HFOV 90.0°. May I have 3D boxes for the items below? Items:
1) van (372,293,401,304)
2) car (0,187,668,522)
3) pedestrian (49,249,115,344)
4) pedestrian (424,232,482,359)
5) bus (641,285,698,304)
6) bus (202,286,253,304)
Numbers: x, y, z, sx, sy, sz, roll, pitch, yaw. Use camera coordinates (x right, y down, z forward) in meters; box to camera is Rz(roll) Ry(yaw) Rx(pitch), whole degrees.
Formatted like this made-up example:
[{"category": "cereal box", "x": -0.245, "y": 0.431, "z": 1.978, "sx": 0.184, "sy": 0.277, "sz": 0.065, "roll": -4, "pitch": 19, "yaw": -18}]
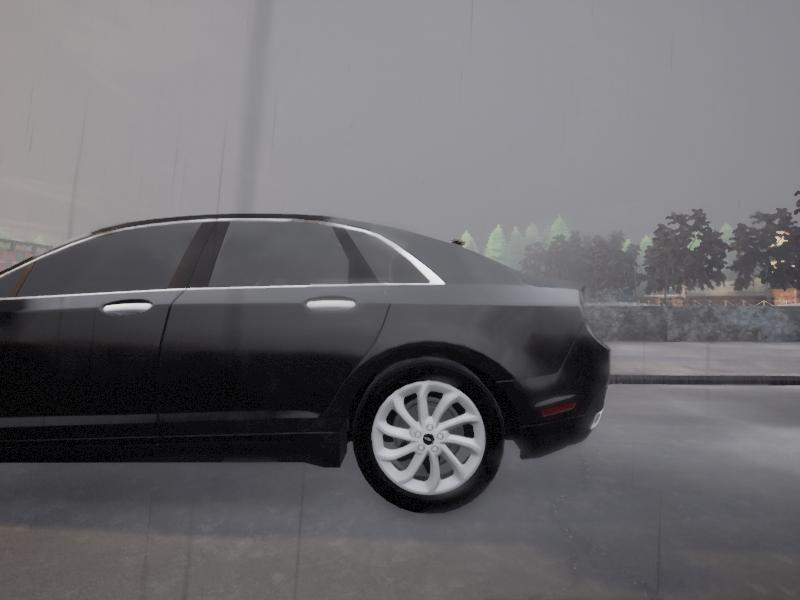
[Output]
[{"category": "van", "x": -2.889, "y": -0.227, "z": 89.294, "sx": 6.366, "sy": 2.431, "sz": 2.351, "roll": 0, "pitch": 0, "yaw": 2}, {"category": "car", "x": -1.222, "y": 0.244, "z": 2.779, "sx": 4.892, "sy": 1.490, "sz": 1.837, "roll": 0, "pitch": 0, "yaw": 2}, {"category": "pedestrian", "x": -6.491, "y": -0.067, "z": 8.207, "sx": 0.751, "sy": 1.860, "sz": 0.751, "roll": 0, "pitch": 0, "yaw": 2}, {"category": "pedestrian", "x": 0.854, "y": -0.067, "z": 6.329, "sx": 0.751, "sy": 1.860, "sz": 0.751, "roll": 0, "pitch": 0, "yaw": 20}, {"category": "bus", "x": 61.248, "y": -1.139, "z": 91.070, "sx": 10.273, "sy": 4.253, "sz": 3.944, "roll": 0, "pitch": 0, "yaw": 2}, {"category": "bus", "x": -40.556, "y": -1.139, "z": 94.414, "sx": 10.273, "sy": 4.253, "sz": 3.944, "roll": 0, "pitch": 0, "yaw": 2}]
